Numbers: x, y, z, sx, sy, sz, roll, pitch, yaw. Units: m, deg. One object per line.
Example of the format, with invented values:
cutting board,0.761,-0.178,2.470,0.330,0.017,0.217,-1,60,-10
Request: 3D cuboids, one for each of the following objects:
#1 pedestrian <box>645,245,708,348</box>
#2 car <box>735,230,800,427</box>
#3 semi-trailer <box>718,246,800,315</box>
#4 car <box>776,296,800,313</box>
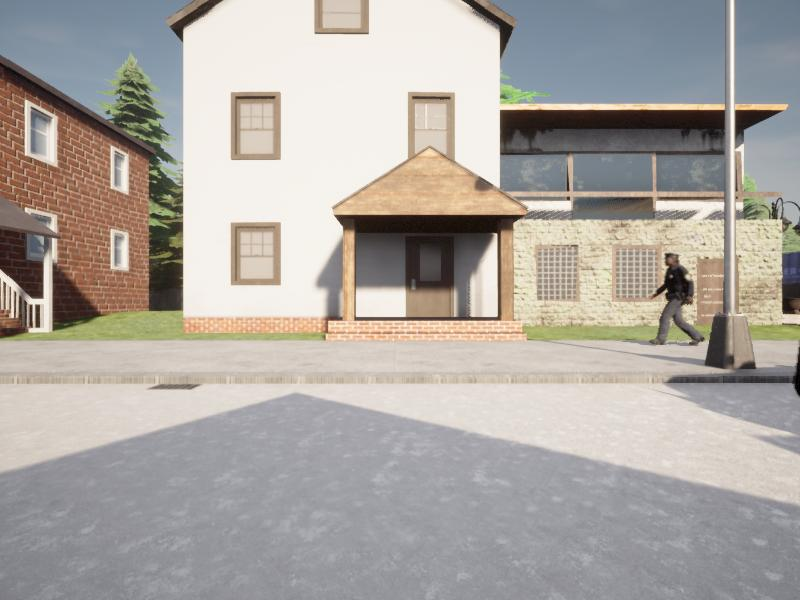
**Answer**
pedestrian,5.237,-0.067,7.626,0.751,1.860,0.751,0,0,10
car,5.631,0.227,2.735,4.974,1.542,2.038,0,0,0
semi-trailer,26.915,-1.217,24.892,2.717,4.402,14.254,0,0,-1
car,30.883,0.344,29.538,1.895,1.301,4.718,0,0,1
